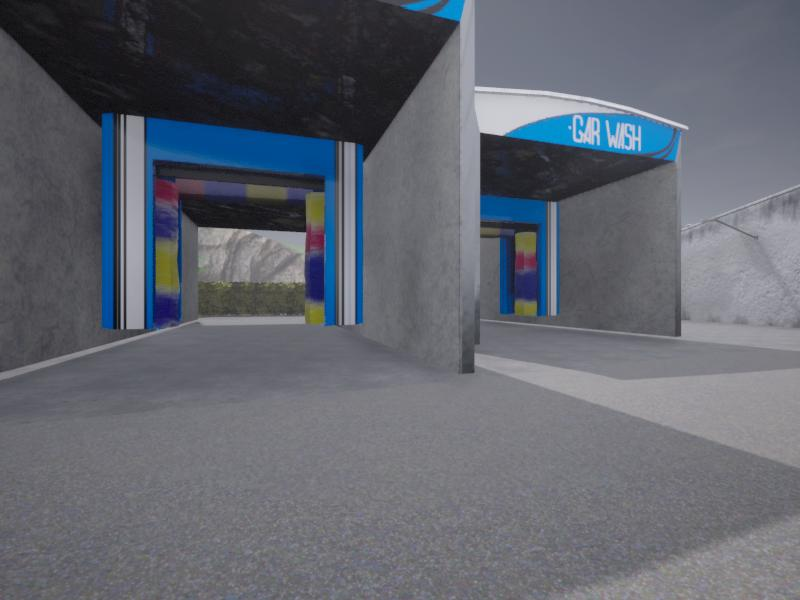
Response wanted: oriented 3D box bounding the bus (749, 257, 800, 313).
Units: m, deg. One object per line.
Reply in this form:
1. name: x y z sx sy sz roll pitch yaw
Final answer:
1. bus: 35.428 -1.135 32.689 10.273 4.253 3.944 0 0 0
